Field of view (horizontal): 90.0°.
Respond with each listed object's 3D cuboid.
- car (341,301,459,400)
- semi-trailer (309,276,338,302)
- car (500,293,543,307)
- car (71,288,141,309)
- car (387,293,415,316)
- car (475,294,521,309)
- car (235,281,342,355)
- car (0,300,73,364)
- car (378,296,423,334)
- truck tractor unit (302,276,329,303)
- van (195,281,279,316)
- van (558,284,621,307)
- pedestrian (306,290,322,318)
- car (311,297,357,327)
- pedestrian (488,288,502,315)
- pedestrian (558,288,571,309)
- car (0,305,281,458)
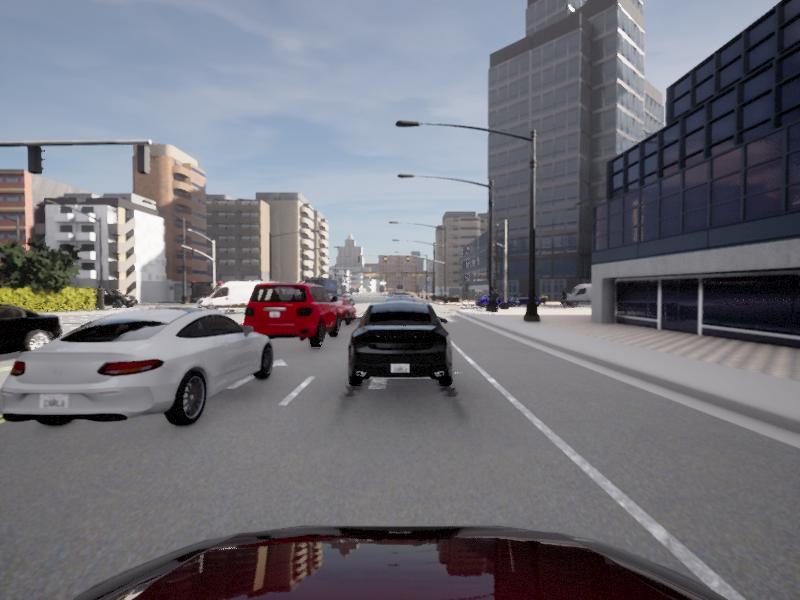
[{"bbox_3d":[0.003,0.795,8.693,1.837,1.490,4.892,0,1,0],"label":"car"},{"bbox_3d":[-13.993,-1.924,74.626,2.717,4.402,14.254,0,1,0],"label":"semi-trailer"},{"bbox_3d":[13.303,0.024,44.111,4.193,1.474,1.816,0,2,1],"label":"car"},{"bbox_3d":[-30.059,-0.180,40.966,5.566,2.045,2.150,0,2,0],"label":"car"},{"bbox_3d":[0.172,0.280,31.221,1.930,1.638,5.238,0,1,3],"label":"car"},{"bbox_3d":[9.892,0.116,40.598,4.193,1.474,1.816,0,1,-3],"label":"car"},{"bbox_3d":[-3.498,0.453,13.873,2.150,2.045,5.566,0,1,0],"label":"car"},{"bbox_3d":[-10.487,0.768,9.164,1.882,1.535,5.008,0,0,0],"label":"car"},{"bbox_3d":[0.015,0.601,19.120,1.882,1.535,5.008,0,1,0],"label":"car"},{"bbox_3d":[-13.951,-1.727,66.715,3.053,4.208,6.516,0,0,0],"label":"truck tractor unit"},{"bbox_3d":[-12.776,-0.180,31.515,5.915,2.561,1.988,-1,1,-24],"label":"van"},{"bbox_3d":[20.783,-0.507,44.035,5.915,2.561,1.988,0,2,1],"label":"van"},{"bbox_3d":[-5.805,0.245,27.120,0.751,1.860,0.751,1,2,44],"label":"pedestrian"},{"bbox_3d":[-3.511,0.582,22.110,1.812,1.442,4.674,0,1,0],"label":"car"},{"bbox_3d":[6.624,0.081,27.969,0.751,1.860,0.751,0,2,-7],"label":"pedestrian"},{"bbox_3d":[14.773,-0.124,35.920,0.751,1.860,0.751,0,2,-9],"label":"pedestrian"},{"bbox_3d":[-3.499,0.841,6.349,1.812,1.442,4.674,0,1,0],"label":"car"}]
